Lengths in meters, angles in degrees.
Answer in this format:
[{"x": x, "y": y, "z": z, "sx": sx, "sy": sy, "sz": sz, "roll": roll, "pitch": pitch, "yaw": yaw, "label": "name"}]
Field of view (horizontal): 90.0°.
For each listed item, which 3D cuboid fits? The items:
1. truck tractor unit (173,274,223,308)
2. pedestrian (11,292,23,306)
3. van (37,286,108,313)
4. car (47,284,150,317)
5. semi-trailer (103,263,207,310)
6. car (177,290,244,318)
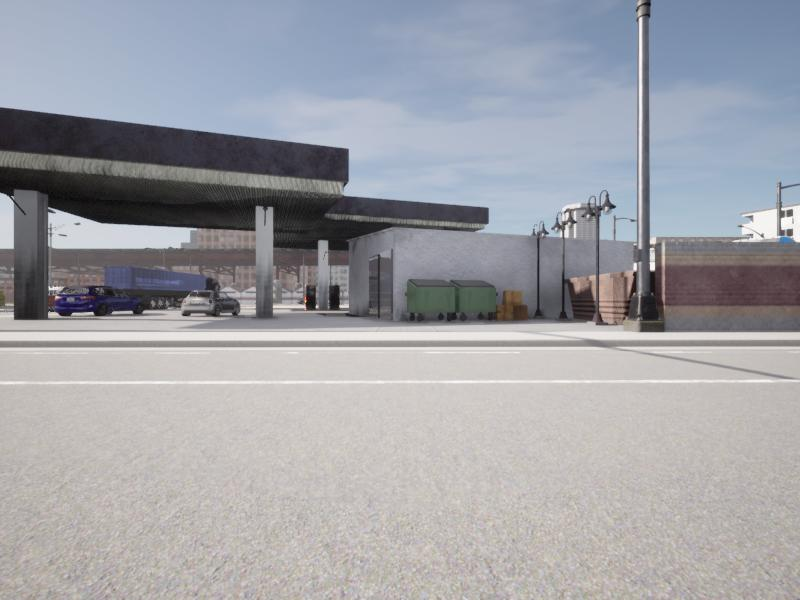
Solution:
[{"x": -26.051, "y": -1.121, "z": 52.032, "sx": 3.053, "sy": 4.208, "sz": 6.516, "roll": 0, "pitch": 0, "yaw": 1, "label": "truck tractor unit"}, {"x": -48.919, "y": -0.115, "z": 51.104, "sx": 0.751, "sy": 1.860, "sz": 0.751, "roll": 0, "pitch": 0, "yaw": -5, "label": "pedestrian"}, {"x": -26.155, "y": -0.026, "z": 32.175, "sx": 2.069, "sy": 2.038, "sz": 4.480, "roll": 0, "pitch": 0, "yaw": 0, "label": "van"}, {"x": -16.492, "y": 0.038, "z": 22.265, "sx": 2.242, "sy": 1.667, "sz": 4.611, "roll": 0, "pitch": 0, "yaw": 1, "label": "car"}, {"x": -26.110, "y": -1.218, "z": 44.122, "sx": 2.717, "sy": 4.402, "sz": 14.254, "roll": 0, "pitch": 0, "yaw": 0, "label": "semi-trailer"}, {"x": -10.744, "y": 0.199, "z": 23.004, "sx": 1.970, "sy": 1.475, "sz": 3.806, "roll": 0, "pitch": 0, "yaw": 1, "label": "car"}]
